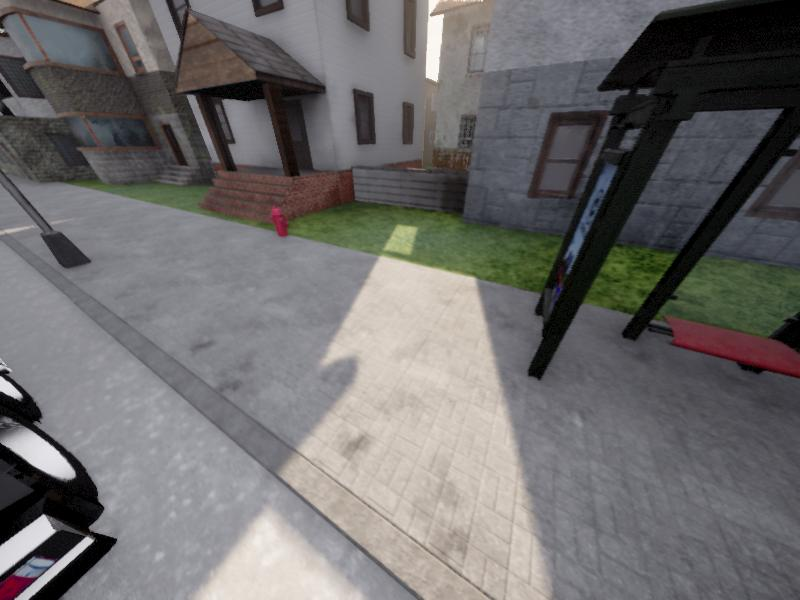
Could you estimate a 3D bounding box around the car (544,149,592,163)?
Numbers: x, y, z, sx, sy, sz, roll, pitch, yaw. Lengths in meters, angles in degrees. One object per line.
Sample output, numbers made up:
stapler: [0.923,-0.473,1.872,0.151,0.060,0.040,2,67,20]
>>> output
car: [22.707,-19.664,31.439,4.902,1.511,2.128,17,38,23]

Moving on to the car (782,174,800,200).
car: [19.474,-4.583,9.444,1.837,1.490,4.892,17,38,23]

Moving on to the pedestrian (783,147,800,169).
pedestrian: [38.762,-13.803,22.344,0.751,1.860,0.751,18,38,24]

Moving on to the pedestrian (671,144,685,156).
pedestrian: [51.546,-27.842,42.830,0.751,1.860,0.751,19,39,26]

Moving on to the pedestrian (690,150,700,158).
pedestrian: [48.990,-24.280,38.304,0.500,1.100,0.500,22,40,28]

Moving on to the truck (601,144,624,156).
truck: [47.372,-33.584,51.613,2.390,2.098,6.274,17,38,23]

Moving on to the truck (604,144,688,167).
truck: [28.685,-17.114,27.195,2.390,2.098,6.274,-28,43,-34]

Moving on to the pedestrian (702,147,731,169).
pedestrian: [31.718,-14.240,23.168,0.751,1.860,0.751,15,37,21]

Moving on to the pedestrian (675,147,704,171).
pedestrian: [27.090,-13.196,21.646,0.751,1.860,0.751,17,38,23]

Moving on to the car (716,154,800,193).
car: [22.667,-7.898,14.163,2.033,1.649,4.856,17,38,24]

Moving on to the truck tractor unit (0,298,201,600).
truck tractor unit: [-5.162,-0.246,0.705,6.516,4.208,3.053,16,38,22]
